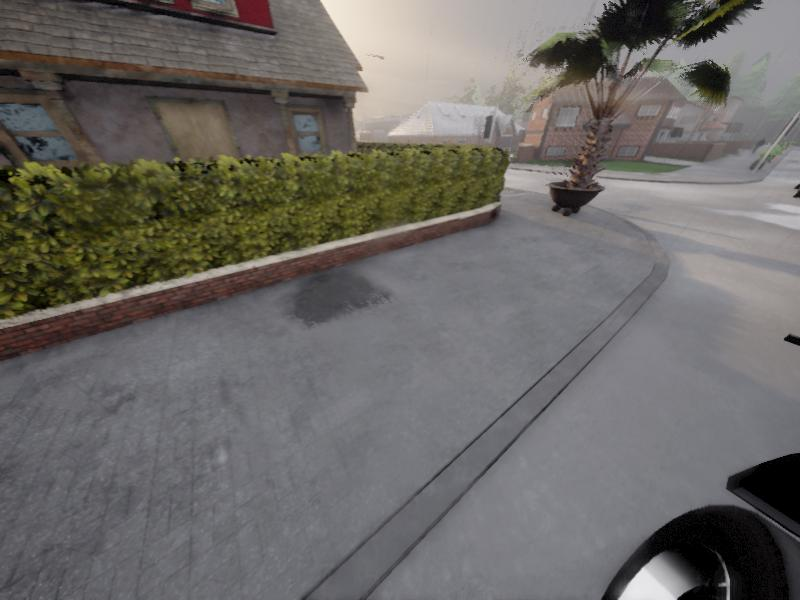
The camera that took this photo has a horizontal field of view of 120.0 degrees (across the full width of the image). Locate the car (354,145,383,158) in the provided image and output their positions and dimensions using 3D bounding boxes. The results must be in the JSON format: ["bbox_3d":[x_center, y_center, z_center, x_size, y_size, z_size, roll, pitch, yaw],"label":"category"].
[{"bbox_3d":[-4.309,-20.187,31.396,1.895,1.301,4.718,-21,40,-27],"label":"car"}]

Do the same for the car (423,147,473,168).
[{"bbox_3d":[4.337,-13.241,21.415,1.994,1.385,4.181,-24,42,-30],"label":"car"}]

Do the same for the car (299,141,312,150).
[{"bbox_3d":[-20.462,-33.385,50.012,1.789,1.549,3.705,-15,38,-21],"label":"car"}]

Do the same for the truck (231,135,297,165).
[{"bbox_3d":[-12.206,-13.529,20.926,4.478,2.038,2.069,-20,40,-29],"label":"truck"}]

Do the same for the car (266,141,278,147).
[{"bbox_3d":[-41.550,-50.883,75.174,2.152,1.651,5.027,-22,41,-28],"label":"car"}]

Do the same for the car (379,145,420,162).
[{"bbox_3d":[-0.161,-16.988,26.741,2.033,1.411,5.357,-22,41,-28],"label":"car"}]

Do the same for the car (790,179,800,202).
[{"bbox_3d":[18.827,-5.202,9.659,5.238,1.638,1.930,-22,41,-28],"label":"car"}]

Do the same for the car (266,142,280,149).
[{"bbox_3d":[-32.357,-39.329,58.684,1.994,1.385,4.181,-22,41,-28],"label":"car"}]

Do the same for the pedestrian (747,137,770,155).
[{"bbox_3d":[45.949,-19.768,29.598,0.751,1.860,0.751,-23,41,-28],"label":"pedestrian"}]
